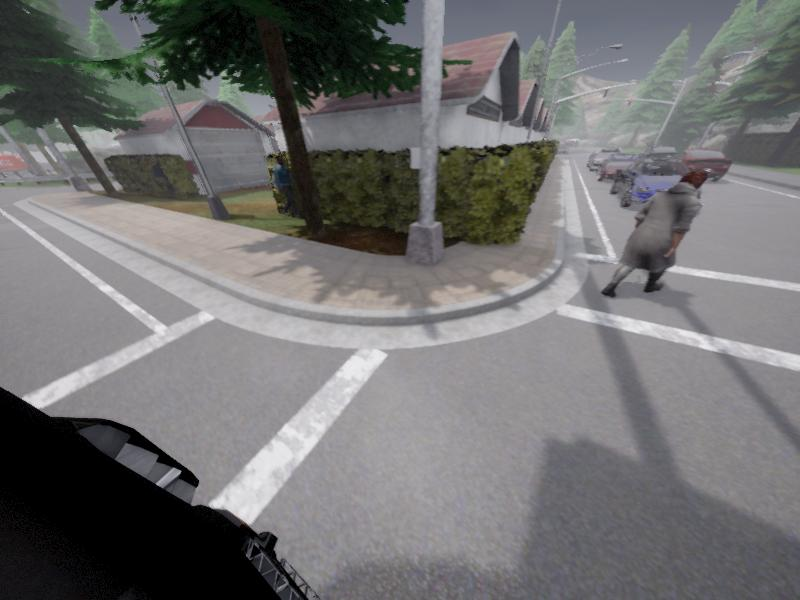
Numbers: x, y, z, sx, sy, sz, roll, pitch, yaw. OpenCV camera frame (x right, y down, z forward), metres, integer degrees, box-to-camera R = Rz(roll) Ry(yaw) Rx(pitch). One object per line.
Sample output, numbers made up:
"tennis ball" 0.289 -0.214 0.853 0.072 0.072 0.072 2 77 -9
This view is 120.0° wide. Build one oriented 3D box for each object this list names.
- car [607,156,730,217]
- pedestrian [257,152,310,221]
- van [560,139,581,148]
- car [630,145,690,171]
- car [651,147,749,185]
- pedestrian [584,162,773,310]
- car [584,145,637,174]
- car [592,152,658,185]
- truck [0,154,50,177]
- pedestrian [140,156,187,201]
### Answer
"car" 9.709 -4.548 8.882 1.816 1.474 4.193 17 38 25
"pedestrian" -3.640 -3.591 7.348 0.751 1.860 0.751 17 38 26
"van" 50.180 -46.062 67.965 2.069 2.038 4.480 -8 35 -10
"car" 20.979 -11.759 18.966 1.882 1.535 5.008 17 38 26
"car" 17.262 -8.109 13.734 1.882 1.535 5.008 17 38 26
"pedestrian" 3.657 -0.851 3.306 0.751 1.860 0.751 -5 34 -4
"car" 16.525 -11.339 18.487 2.152 1.651 5.027 17 38 25
"car" 13.375 -8.098 14.061 1.994 1.385 4.181 17 38 26
"truck" -55.833 -19.391 33.253 2.627 2.467 5.204 17 38 26
"pedestrian" -11.653 -6.018 11.425 0.751 1.860 0.751 18 39 27
